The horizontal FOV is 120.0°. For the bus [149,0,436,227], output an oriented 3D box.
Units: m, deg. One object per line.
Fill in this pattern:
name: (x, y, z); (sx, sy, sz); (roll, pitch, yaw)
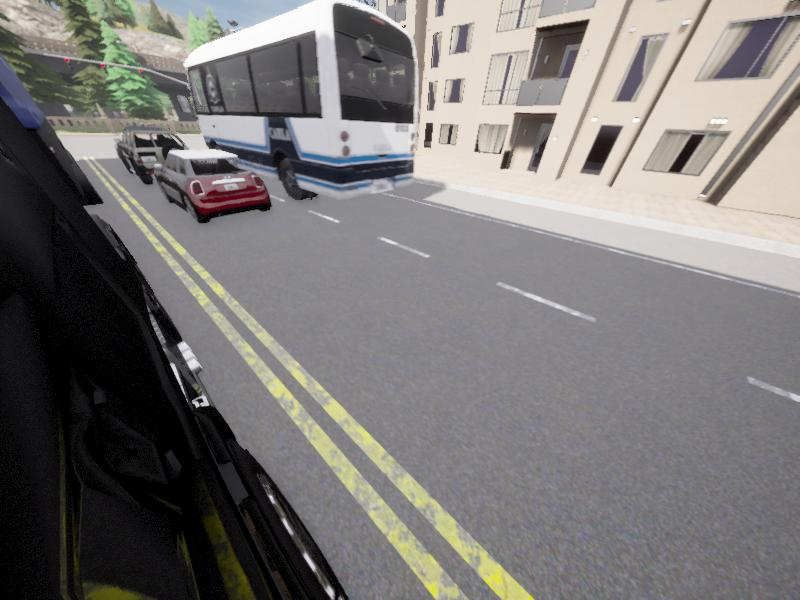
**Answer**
bus: (-4.329, -6.604, 8.639); (10.273, 4.253, 3.944); (28, 44, 30)

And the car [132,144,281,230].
car: (-5.597, -3.495, 6.721); (3.806, 1.475, 1.970); (28, 44, 30)

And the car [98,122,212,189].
car: (-10.188, -6.128, 9.593); (4.605, 1.855, 1.932); (28, 44, 30)

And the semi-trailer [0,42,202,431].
semi-trailer: (-8.694, -3.615, 4.222); (14.254, 4.402, 2.717); (28, 44, 30)

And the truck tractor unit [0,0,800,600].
truck tractor unit: (-2.645, -0.295, 0.351); (6.516, 4.208, 3.053); (28, 44, 30)
